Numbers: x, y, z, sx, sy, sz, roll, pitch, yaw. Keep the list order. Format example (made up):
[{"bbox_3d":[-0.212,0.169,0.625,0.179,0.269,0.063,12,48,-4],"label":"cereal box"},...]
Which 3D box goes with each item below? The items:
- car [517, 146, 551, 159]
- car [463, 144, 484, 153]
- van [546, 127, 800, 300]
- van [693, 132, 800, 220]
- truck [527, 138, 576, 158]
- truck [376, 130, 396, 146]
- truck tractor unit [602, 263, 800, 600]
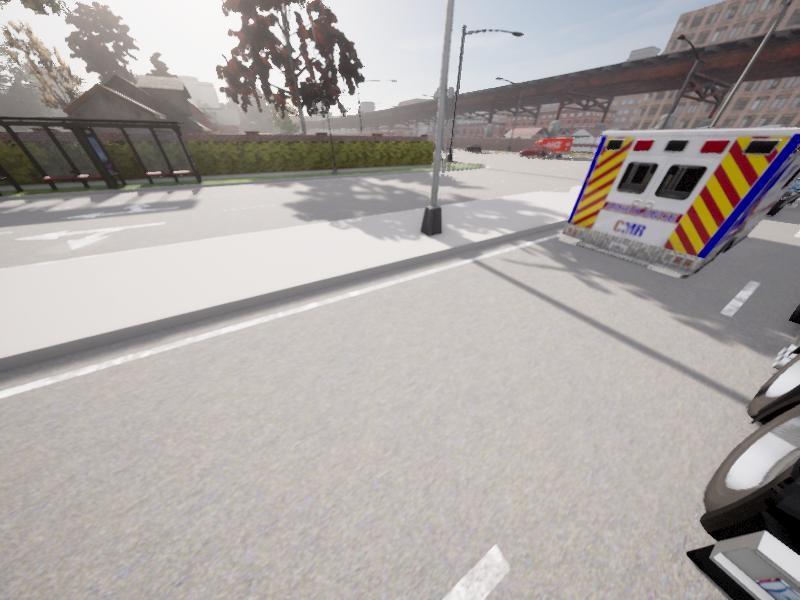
[{"bbox_3d":[20.052,-22.257,34.756,1.789,1.549,3.705,-18,38,-24],"label":"car"},{"bbox_3d":[15.092,-31.262,47.643,1.845,1.501,3.633,-18,39,-24],"label":"car"},{"bbox_3d":[6.942,-2.474,5.483,6.366,2.431,2.351,-18,39,-24],"label":"van"},{"bbox_3d":[15.287,-5.239,9.424,5.915,2.561,1.988,-18,39,-24],"label":"van"},{"bbox_3d":[23.217,-23.499,35.738,2.627,2.467,5.204,-18,37,-24],"label":"truck"},{"bbox_3d":[-4.629,-52.568,74.846,2.891,3.827,8.468,-18,40,-24],"label":"truck"},{"bbox_3d":[5.107,-0.305,0.784,6.516,4.208,3.053,-18,39,-24],"label":"truck tractor unit"}]
